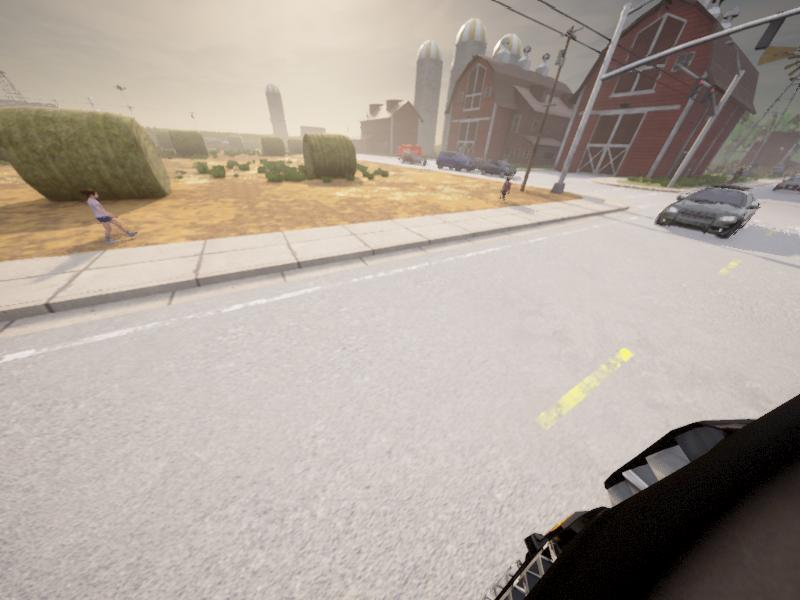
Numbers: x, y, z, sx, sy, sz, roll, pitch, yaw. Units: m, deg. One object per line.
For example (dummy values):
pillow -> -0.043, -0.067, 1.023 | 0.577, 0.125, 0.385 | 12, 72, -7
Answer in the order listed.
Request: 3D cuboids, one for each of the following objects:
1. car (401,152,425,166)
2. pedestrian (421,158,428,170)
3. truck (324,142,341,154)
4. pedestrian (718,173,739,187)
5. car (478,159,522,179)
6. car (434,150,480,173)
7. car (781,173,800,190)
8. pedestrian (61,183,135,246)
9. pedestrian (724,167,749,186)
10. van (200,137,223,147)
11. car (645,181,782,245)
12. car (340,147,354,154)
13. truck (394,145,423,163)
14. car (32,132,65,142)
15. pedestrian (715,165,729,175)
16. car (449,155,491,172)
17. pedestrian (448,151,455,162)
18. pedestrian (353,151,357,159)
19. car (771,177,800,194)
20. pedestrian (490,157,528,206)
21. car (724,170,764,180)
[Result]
car -> 1.883, -21.822, 35.656 | 1.789, 1.549, 3.705 | -17, 39, -27
pedestrian -> 2.802, -15.383, 26.095 | 0.500, 1.100, 0.500 | 25, 39, 29
truck -> -18.102, -40.853, 61.978 | 2.627, 2.467, 5.204 | -17, 38, -27
pedestrian -> 36.485, -13.387, 25.663 | 0.751, 1.300, 0.751 | -17, 38, -27
car -> 10.439, -13.835, 24.293 | 1.845, 1.501, 3.633 | -17, 38, -27
car -> 6.904, -17.365, 28.878 | 2.150, 2.045, 5.566 | -17, 39, -27
car -> 50.451, -14.812, 28.958 | 5.238, 1.638, 1.930 | -16, 38, -26
pedestrian -> -6.257, -1.782, 4.830 | 0.500, 1.100, 0.500 | 26, 40, 30
pedestrian -> 37.909, -13.907, 26.057 | 0.751, 1.860, 0.751 | -24, 42, -35
van -> -53.526, -44.909, 65.693 | 4.480, 2.038, 2.069 | -16, 38, -27
car -> 12.228, -3.589, 9.006 | 4.974, 1.542, 2.038 | -17, 38, -27
car -> -14.451, -40.740, 62.906 | 2.038, 1.542, 4.974 | -17, 38, -27
truck -> 1.426, -26.345, 41.535 | 2.627, 2.467, 5.204 | -17, 39, -27
car -> -68.261, -31.640, 44.965 | 1.970, 1.475, 3.806 | -14, 37, -24
pedestrian -> 73.577, -29.652, 52.739 | 0.751, 1.860, 0.751 | 1, 33, -3
car -> 9.342, -18.577, 31.295 | 2.152, 1.651, 5.027 | -17, 38, -27
pedestrian -> 10.619, -29.785, 47.816 | 0.751, 1.860, 0.751 | -18, 39, -28
pedestrian -> -7.649, -24.773, 39.441 | 0.500, 1.100, 0.500 | -10, 36, -19
car -> 42.812, -12.485, 25.071 | 4.181, 1.385, 1.994 | -16, 38, -26
pedestrian -> 4.816, -5.270, 10.306 | 0.751, 1.860, 0.751 | -11, 36, -20
car -> 69.044, -25.212, 46.428 | 1.994, 1.385, 4.181 | -17, 39, -28
